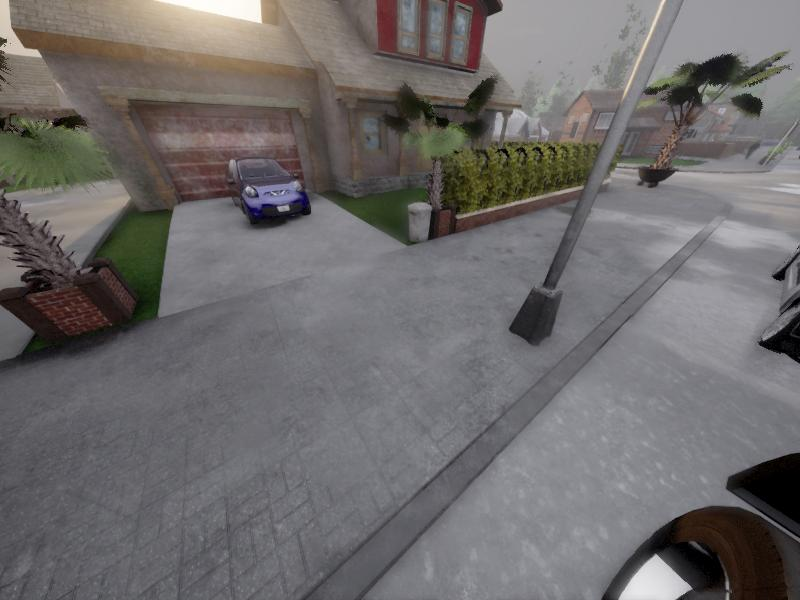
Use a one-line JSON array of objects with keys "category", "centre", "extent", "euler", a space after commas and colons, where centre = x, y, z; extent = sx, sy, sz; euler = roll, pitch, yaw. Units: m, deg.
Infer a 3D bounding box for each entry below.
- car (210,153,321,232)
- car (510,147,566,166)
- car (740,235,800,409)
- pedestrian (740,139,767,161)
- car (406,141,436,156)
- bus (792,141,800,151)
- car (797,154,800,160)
[{"category": "car", "centre": [-4.138, -3.475, 7.008], "extent": [1.845, 1.501, 3.633], "euler": [-24, 42, -30]}, {"category": "car", "centre": [13.715, -14.467, 23.173], "extent": [1.994, 1.385, 4.181], "euler": [-22, 41, -28]}, {"category": "car", "centre": [6.545, -0.167, 2.712], "extent": [5.238, 1.638, 1.930], "euler": [-22, 41, -28]}, {"category": "pedestrian", "centre": [36.940, -15.711, 24.146], "extent": [0.751, 1.860, 0.751], "euler": [-25, 42, -31]}, {"category": "car", "centre": [3.116, -23.346, 35.468], "extent": [2.097, 1.767, 4.553], "euler": [-22, 41, -28]}, {"category": "bus", "centre": [75.047, -29.014, 40.937], "extent": [10.273, 4.253, 3.944], "euler": [-22, 41, -28]}, {"category": "car", "centre": [48.581, -17.262, 26.703], "extent": [5.027, 1.651, 2.152], "euler": [-22, 41, -28]}]
